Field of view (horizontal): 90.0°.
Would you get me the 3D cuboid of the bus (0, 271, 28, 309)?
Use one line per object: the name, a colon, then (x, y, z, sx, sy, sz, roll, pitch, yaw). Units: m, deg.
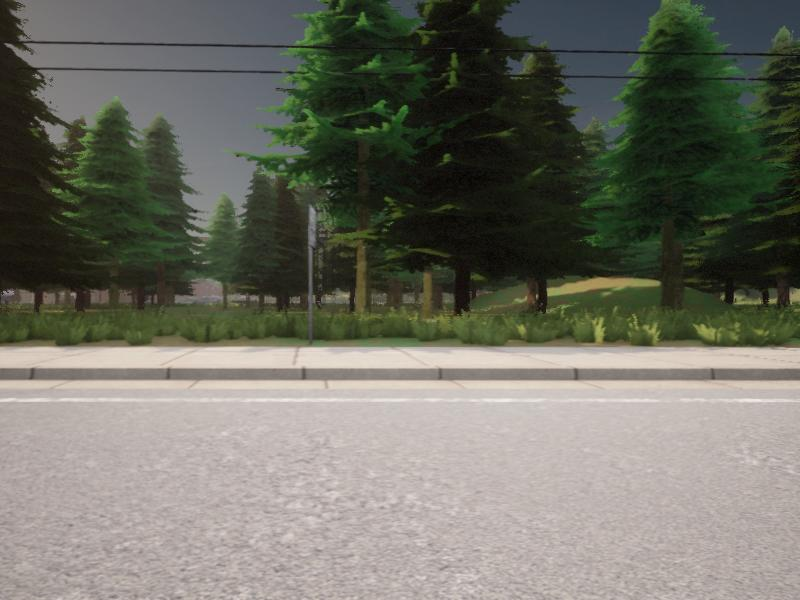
bus: (-47.213, -1.127, 43.592, 3.944, 4.253, 10.273, 0, 0, -1)
